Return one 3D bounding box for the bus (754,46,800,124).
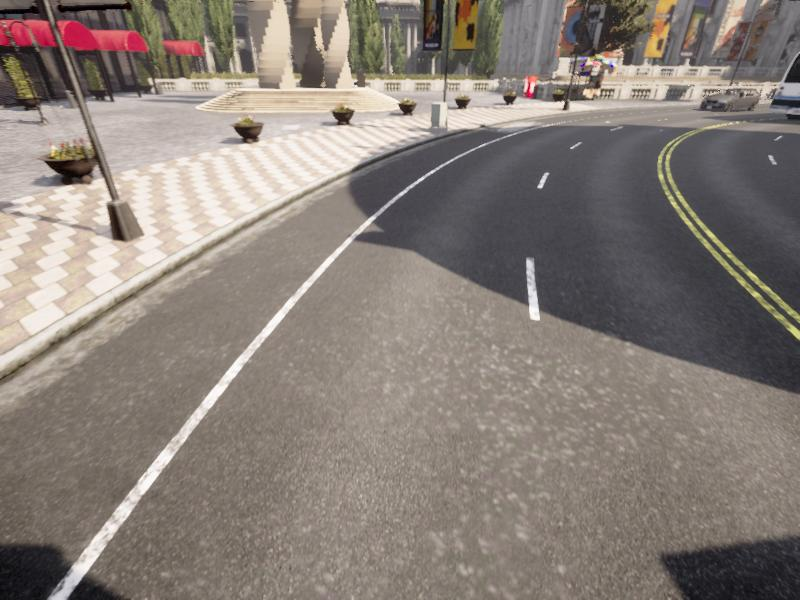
[{"bbox_3d":[29.915,-14.361,26.760,10.273,4.253,3.944,-12,33,-21],"label":"bus"}]

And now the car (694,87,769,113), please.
[{"bbox_3d":[27.101,-16.407,32.772,4.611,1.667,2.242,-11,32,-19],"label":"car"}]
